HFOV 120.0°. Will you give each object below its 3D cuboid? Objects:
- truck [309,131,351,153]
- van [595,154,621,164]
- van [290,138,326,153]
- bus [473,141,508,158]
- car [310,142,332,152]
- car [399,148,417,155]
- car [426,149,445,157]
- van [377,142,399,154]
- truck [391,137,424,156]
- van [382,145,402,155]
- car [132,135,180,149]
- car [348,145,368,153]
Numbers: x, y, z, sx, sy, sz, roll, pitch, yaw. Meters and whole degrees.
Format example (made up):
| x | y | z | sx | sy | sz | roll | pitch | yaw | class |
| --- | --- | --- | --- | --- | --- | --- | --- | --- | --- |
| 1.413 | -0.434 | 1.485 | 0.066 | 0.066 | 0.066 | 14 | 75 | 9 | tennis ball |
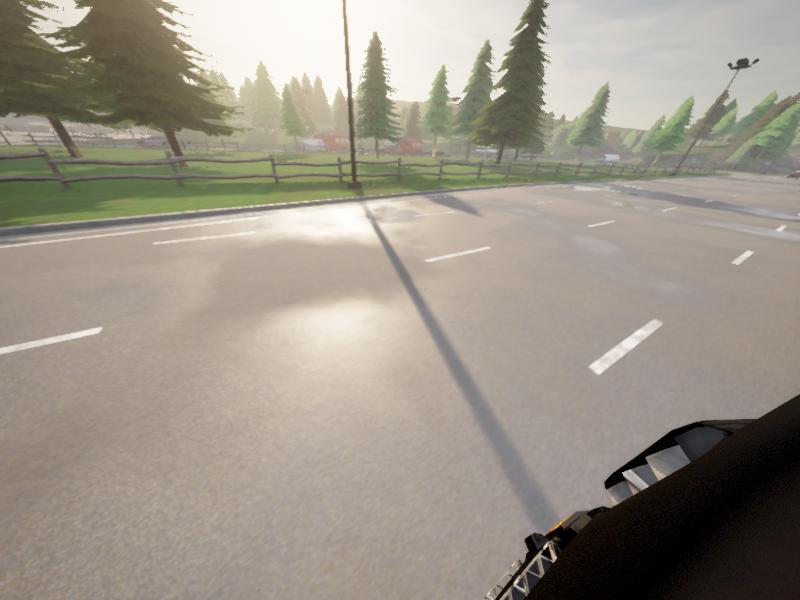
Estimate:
| x | y | z | sx | sy | sz | roll | pitch | yaw | class |
| --- | --- | --- | --- | --- | --- | --- | --- | --- | --- |
| -15.824 | -35.973 | 52.797 | 8.468 | 3.827 | 2.891 | -16 | 38 | -26 | truck |
| 70.598 | -48.027 | 78.649 | 5.915 | 2.561 | 1.988 | 29 | 42 | 34 | van |
| -19.101 | -32.227 | 48.217 | 6.366 | 2.431 | 2.351 | -16 | 38 | -26 | van |
| 29.373 | -48.834 | 75.107 | 10.273 | 4.253 | 3.944 | -16 | 38 | -26 | bus |
| -18.860 | -36.527 | 55.213 | 4.553 | 1.767 | 2.097 | -16 | 38 | -26 | car |
| 2.215 | -42.343 | 65.827 | 4.514 | 1.525 | 2.007 | -16 | 38 | -26 | car |
| 9.747 | -39.996 | 62.880 | 4.892 | 1.490 | 1.837 | -16 | 38 | -26 | car |
| -3.376 | -43.474 | 66.060 | 5.915 | 2.561 | 1.988 | -16 | 38 | -26 | van |
| 2.021 | -41.016 | 61.701 | 8.468 | 3.827 | 2.891 | -16 | 38 | -26 | truck |
| -1.942 | -36.892 | 56.906 | 4.442 | 1.987 | 1.775 | -16 | 38 | -26 | van |
| -39.990 | -25.999 | 38.022 | 4.856 | 1.649 | 2.033 | -16 | 38 | -26 | car |
| -11.272 | -40.837 | 62.403 | 4.974 | 1.542 | 2.038 | -16 | 38 | -26 | car |
